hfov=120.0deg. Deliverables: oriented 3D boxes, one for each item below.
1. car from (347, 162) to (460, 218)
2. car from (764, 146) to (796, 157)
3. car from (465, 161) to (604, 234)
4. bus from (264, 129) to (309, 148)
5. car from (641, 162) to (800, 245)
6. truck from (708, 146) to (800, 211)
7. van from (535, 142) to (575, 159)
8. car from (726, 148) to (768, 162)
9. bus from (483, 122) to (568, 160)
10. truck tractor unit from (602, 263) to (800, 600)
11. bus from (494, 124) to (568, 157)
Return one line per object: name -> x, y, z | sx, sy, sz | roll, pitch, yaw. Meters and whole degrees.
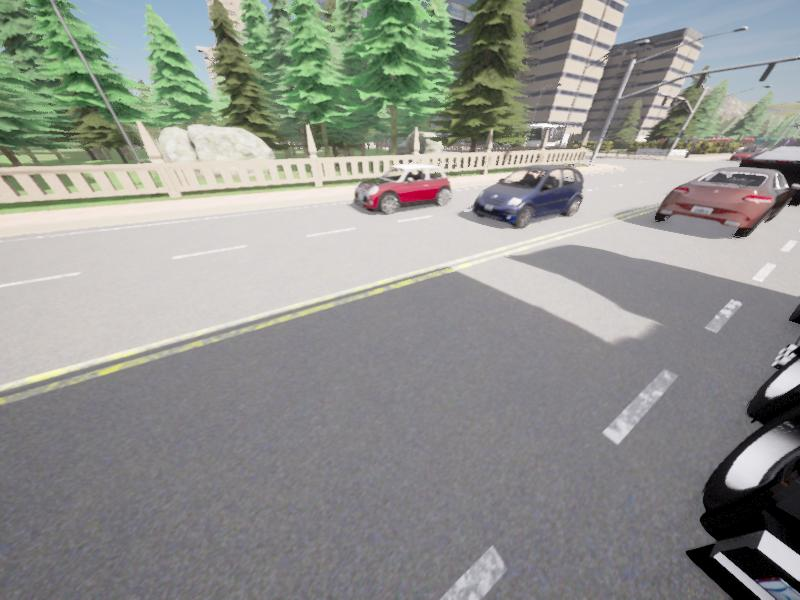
car -> 0.159, -4.493, 9.167 | 3.806, 1.475, 1.970 | -18, 39, -24
car -> 69.008, -26.926, 41.897 | 4.974, 1.542, 2.038 | -18, 39, -24
car -> 4.492, -3.648, 7.877 | 3.988, 1.617, 1.851 | -18, 39, -24
bus -> -31.965, -45.834, 65.750 | 10.273, 4.253, 3.944 | -8, 36, -11
car -> 10.817, -3.402, 7.565 | 5.027, 1.651, 2.152 | -18, 39, -24
truck -> 18.029, -5.943, 10.861 | 6.274, 2.098, 2.390 | -18, 39, -24
van -> 23.302, -22.627, 34.978 | 1.775, 1.987, 4.442 | -18, 39, -25
car -> 47.990, -20.108, 31.973 | 4.514, 1.525, 2.007 | -17, 38, -23
bus -> 18.581, -24.405, 35.505 | 3.944, 4.253, 10.273 | -18, 39, -25
truck tractor unit -> 5.107, -0.305, 0.781 | 6.516, 4.208, 3.053 | -18, 39, -24
bus -> 22.609, -28.166, 40.945 | 3.944, 4.253, 10.273 | -18, 39, -24
